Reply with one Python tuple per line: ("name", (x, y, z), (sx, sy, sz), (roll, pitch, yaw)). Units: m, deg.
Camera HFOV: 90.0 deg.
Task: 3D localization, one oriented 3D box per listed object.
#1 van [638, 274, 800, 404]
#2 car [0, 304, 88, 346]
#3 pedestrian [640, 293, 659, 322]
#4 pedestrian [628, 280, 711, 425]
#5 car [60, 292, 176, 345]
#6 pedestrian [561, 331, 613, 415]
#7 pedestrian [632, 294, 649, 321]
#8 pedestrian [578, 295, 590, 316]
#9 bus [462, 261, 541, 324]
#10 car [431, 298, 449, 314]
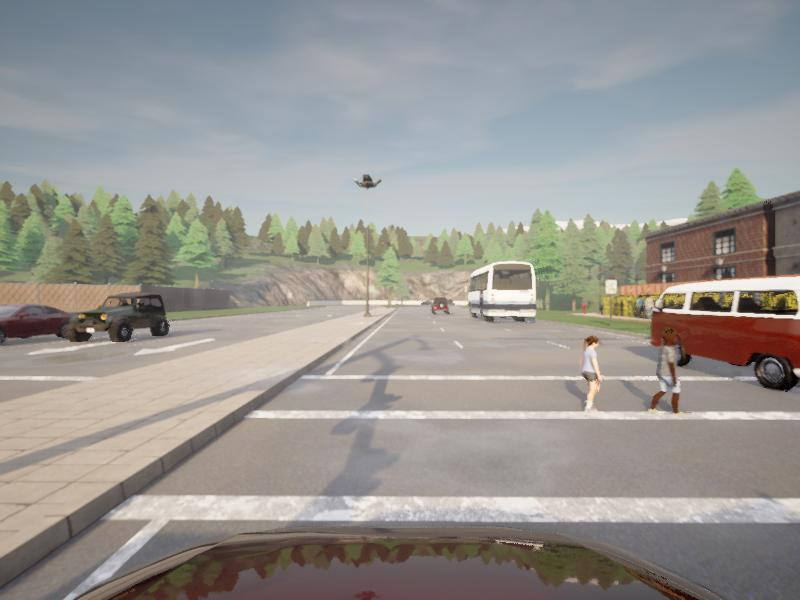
("van", (7.309, 0.582, 8.284), (2.069, 2.038, 4.480), (0, 1, -1))
("car", (-14.637, 0.876, 15.212), (1.812, 1.442, 4.674), (0, 0, 1))
("pedestrian", (16.566, 0.498, 26.571), (0.751, 1.860, 0.751), (0, 0, 2))
("pedestrian", (3.724, 0.670, 5.593), (0.751, 1.860, 0.751), (0, 0, 14))
("car", (-11.114, 0.654, 16.146), (1.905, 1.878, 3.866), (0, 0, 1))
("pedestrian", (2.662, 1.020, 5.723), (0.500, 1.100, 0.500), (0, 0, 0))
("pedestrian", (16.604, 0.498, 27.629), (0.751, 1.860, 0.751), (0, 0, 2))
("pedestrian", (16.803, 0.502, 36.510), (0.751, 1.860, 0.751), (0, 0, 44))
("bus", (7.656, -0.518, 32.182), (3.944, 4.253, 10.273), (0, 0, 2))
("car", (4.634, 0.668, 46.783), (1.905, 1.878, 3.866), (0, 0, 1))
